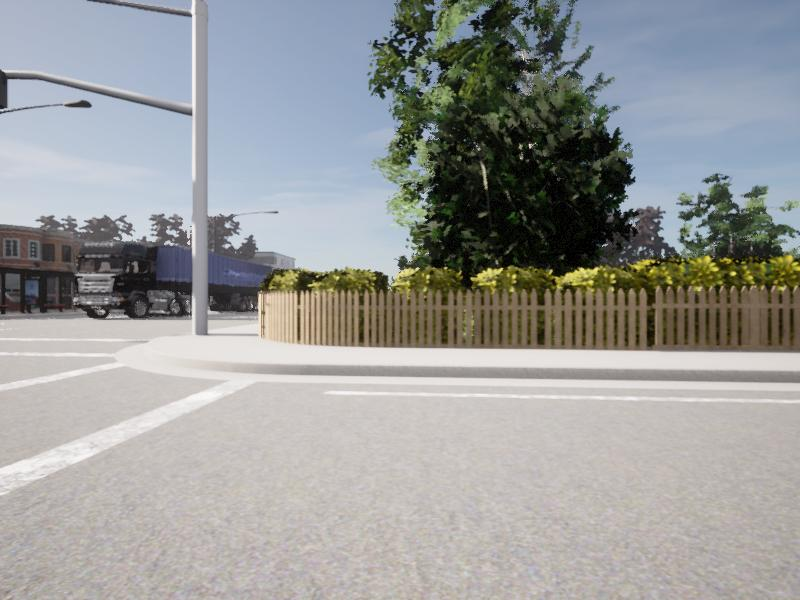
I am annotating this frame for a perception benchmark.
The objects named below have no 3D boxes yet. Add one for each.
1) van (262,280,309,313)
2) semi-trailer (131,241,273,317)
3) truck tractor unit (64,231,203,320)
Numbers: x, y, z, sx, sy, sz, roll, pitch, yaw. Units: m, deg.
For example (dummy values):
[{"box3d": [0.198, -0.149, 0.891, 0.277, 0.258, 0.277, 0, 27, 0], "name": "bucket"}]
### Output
[{"box3d": [-9.770, -0.277, 34.713, 1.988, 2.561, 5.915, 0, 0, 5], "name": "van"}, {"box3d": [-13.682, -1.214, 30.154, 2.717, 4.402, 14.254, 0, 0, 4], "name": "semi-trailer"}, {"box3d": [-14.264, -1.119, 22.261, 3.053, 4.208, 6.516, 0, 0, 4], "name": "truck tractor unit"}]
